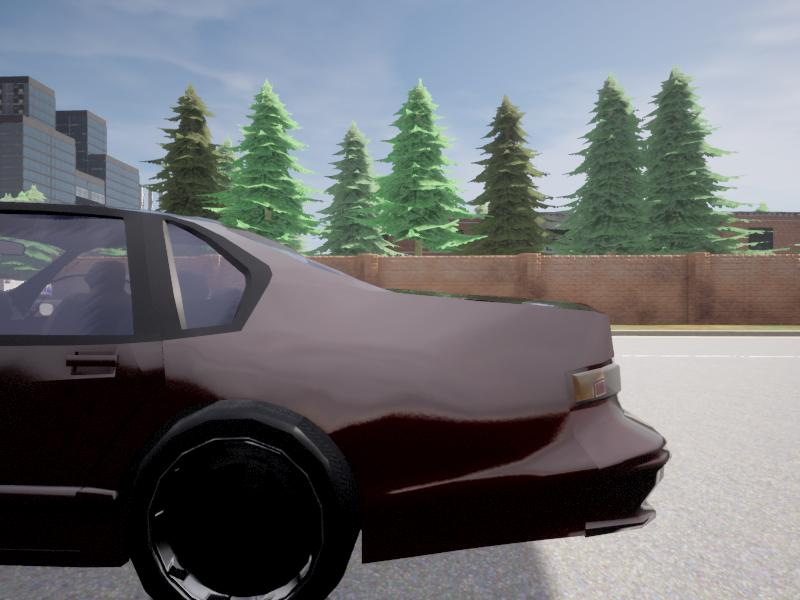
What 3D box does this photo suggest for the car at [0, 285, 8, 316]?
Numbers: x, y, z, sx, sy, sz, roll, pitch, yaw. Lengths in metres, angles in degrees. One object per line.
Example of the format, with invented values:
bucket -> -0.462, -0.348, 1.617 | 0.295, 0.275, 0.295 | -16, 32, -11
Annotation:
car -> -25.290, 0.049, 22.471 | 1.932, 1.855, 4.605 | 0, 1, 2

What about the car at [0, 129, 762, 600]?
car -> -1.764, 0.295, 2.089 | 5.357, 1.411, 2.033 | 0, 0, 2

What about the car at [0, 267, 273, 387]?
car -> -4.220, 0.307, 5.691 | 4.181, 1.385, 1.994 | 0, 0, 2

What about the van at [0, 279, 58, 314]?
van -> -28.563, -0.222, 28.784 | 2.351, 2.431, 6.366 | 0, 0, 2
